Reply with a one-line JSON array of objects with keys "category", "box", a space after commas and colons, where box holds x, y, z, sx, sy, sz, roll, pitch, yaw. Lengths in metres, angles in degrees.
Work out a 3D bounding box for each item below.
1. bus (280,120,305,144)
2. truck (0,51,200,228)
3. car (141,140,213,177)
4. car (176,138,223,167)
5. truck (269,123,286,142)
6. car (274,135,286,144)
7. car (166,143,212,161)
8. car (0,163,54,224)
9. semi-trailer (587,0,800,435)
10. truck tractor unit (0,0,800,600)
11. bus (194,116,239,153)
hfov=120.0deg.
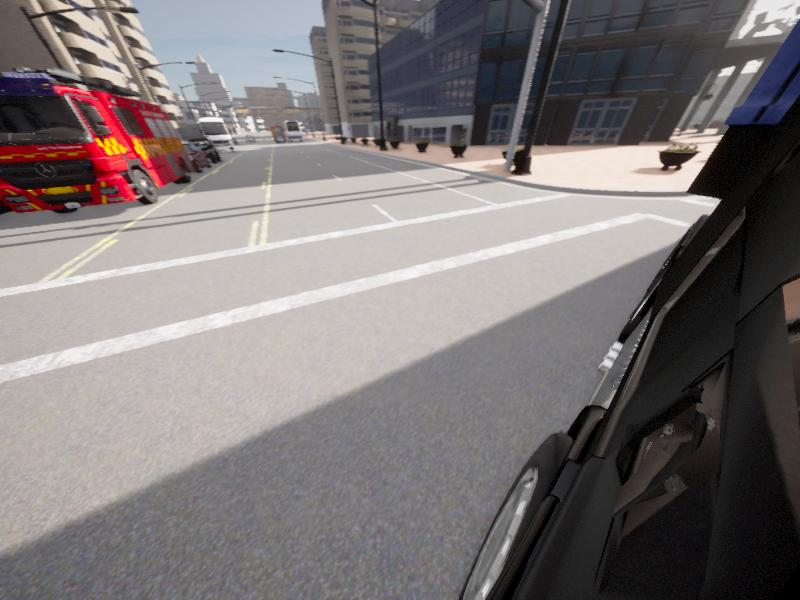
[{"category": "bus", "box": [-26.710, -41.733, 57.246, 3.944, 4.253, 10.273, -16, 40, -18]}, {"category": "truck", "box": [-11.923, -6.386, 9.441, 2.891, 3.827, 8.468, -16, 39, -18]}, {"category": "car", "box": [-15.151, -9.959, 16.092, 2.097, 1.767, 4.553, -16, 39, -18]}, {"category": "car", "box": [-17.628, -13.238, 20.556, 1.905, 1.878, 3.866, -16, 39, -18]}, {"category": "truck", "box": [-33.010, -45.097, 62.168, 2.891, 3.827, 8.468, -16, 41, -18]}, {"category": "car", "box": [-28.478, -38.049, 54.653, 2.033, 1.649, 4.856, -16, 40, -18]}, {"category": "car", "box": [-23.117, -16.416, 25.563, 1.994, 1.385, 4.181, -9, 37, -9]}, {"category": "car", "box": [-14.002, -3.094, 7.098, 1.970, 1.475, 3.806, -16, 39, -18]}, {"category": "semi-trailer", "box": [9.407, -2.976, 3.400, 14.254, 4.402, 2.717, -19, 40, -21]}, {"category": "truck tractor unit", "box": [2.645, -0.295, 0.351, 6.516, 4.208, 3.053, -28, 44, -30]}, {"category": "bus", "box": [-29.920, -27.020, 37.790, 3.944, 4.253, 10.273, -23, 41, -26]}]
